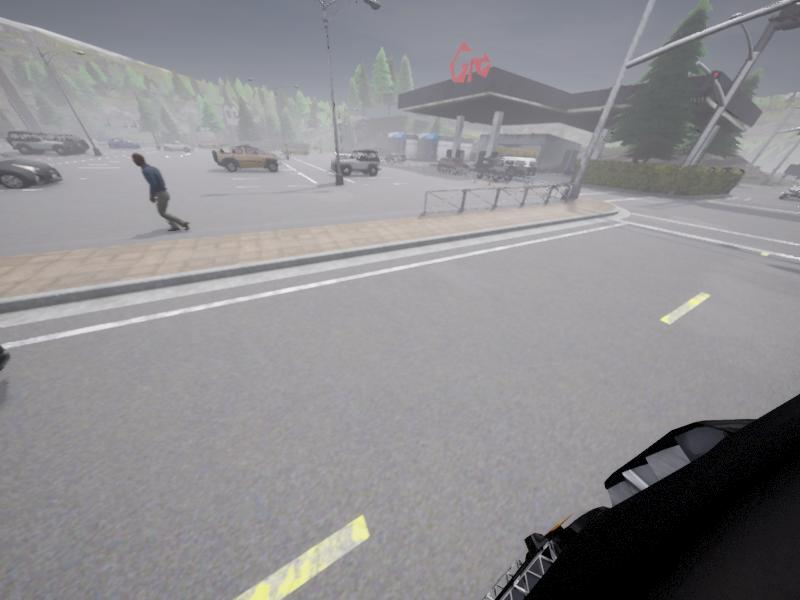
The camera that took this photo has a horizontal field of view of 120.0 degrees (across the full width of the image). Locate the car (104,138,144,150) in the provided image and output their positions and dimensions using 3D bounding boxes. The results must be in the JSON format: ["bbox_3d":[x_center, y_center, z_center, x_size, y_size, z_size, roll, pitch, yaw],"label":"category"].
[{"bbox_3d":[-45.389,-25.696,38.071,3.633,1.501,1.845,-15,37,-25],"label":"car"}]

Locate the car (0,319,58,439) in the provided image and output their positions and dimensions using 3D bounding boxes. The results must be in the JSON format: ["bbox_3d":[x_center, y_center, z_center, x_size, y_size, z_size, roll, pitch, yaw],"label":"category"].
[{"bbox_3d":[-5.437,1.205,0.344,4.974,1.542,2.038,-15,37,-25],"label":"car"}]

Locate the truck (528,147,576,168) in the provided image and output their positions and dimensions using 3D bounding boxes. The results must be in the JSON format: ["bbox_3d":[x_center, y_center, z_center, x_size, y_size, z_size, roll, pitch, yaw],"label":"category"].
[{"bbox_3d":[35.695,-33.731,54.677,2.891,3.827,8.468,-14,37,-24],"label":"truck"}]

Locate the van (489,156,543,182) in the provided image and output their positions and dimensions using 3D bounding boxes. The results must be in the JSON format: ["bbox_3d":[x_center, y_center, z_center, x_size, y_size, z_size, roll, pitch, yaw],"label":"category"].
[{"bbox_3d":[12.271,-14.111,24.786,2.069,2.038,4.480,-15,37,-25],"label":"van"}]

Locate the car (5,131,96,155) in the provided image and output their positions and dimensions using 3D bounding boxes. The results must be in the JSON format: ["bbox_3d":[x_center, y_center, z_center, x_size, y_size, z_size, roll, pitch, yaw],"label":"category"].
[{"bbox_3d":[-36.605,-16.579,24.463,4.605,1.855,1.932,-15,37,-25],"label":"car"}]

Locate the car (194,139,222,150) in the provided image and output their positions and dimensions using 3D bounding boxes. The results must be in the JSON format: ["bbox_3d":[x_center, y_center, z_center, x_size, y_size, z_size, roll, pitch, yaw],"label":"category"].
[{"bbox_3d":[-45.439,-36.759,54.690,4.605,1.855,1.932,-15,38,-25],"label":"car"}]

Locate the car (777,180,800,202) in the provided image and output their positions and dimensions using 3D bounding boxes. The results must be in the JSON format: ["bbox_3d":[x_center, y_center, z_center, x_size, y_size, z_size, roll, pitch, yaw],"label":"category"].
[{"bbox_3d":[34.064,-9.093,19.264,4.674,1.442,1.812,-14,36,-25],"label":"car"}]

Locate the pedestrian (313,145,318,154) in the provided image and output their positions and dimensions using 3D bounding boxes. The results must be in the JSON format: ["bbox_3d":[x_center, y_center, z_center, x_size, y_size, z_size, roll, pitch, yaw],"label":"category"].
[{"bbox_3d":[-22.606,-40.239,61.710,0.751,1.860,0.751,-10,36,-19],"label":"pedestrian"}]

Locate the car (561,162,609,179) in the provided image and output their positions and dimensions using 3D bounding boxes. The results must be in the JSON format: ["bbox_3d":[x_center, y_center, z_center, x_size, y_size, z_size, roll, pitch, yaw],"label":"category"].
[{"bbox_3d":[26.555,-18.771,33.413,2.242,1.667,4.611,-15,37,-25],"label":"car"}]

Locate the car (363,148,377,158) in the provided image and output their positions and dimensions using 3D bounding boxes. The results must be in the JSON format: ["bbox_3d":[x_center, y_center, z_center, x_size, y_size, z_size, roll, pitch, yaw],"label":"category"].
[{"bbox_3d":[-7.123,-34.641,54.468,1.905,1.878,3.866,-15,37,-25],"label":"car"}]

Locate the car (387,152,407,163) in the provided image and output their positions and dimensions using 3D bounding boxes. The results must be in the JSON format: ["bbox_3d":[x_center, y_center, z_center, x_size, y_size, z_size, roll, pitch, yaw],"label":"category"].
[{"bbox_3d":[-0.713,-27.672,44.754,2.007,1.525,4.514,-15,37,-25],"label":"car"}]

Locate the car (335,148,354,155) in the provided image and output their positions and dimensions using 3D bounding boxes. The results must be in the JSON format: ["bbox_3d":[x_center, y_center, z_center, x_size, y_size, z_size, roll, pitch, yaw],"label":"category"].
[{"bbox_3d":[-15.595,-41.660,64.799,4.792,1.488,2.163,19,37,23],"label":"car"}]

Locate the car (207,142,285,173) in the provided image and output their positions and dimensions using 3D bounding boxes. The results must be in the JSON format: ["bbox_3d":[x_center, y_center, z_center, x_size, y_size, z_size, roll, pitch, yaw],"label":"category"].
[{"bbox_3d":[-11.983,-11.275,18.363,4.605,1.855,1.932,-15,37,-25],"label":"car"}]

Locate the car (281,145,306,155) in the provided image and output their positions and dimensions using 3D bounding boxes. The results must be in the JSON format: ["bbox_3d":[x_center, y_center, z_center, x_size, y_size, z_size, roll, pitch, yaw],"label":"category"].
[{"bbox_3d":[-22.560,-31.784,49.005,4.514,1.523,2.007,-15,37,-25],"label":"car"}]

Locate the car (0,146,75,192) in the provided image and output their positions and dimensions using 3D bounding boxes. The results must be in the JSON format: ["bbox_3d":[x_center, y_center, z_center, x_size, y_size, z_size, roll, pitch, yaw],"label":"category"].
[{"bbox_3d":[-17.450,-5.300,9.261,4.514,1.523,2.007,-15,37,-25],"label":"car"}]

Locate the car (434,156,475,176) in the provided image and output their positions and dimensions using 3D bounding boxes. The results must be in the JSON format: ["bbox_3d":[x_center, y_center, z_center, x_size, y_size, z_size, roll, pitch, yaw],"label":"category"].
[{"bbox_3d":[6.391,-16.102,27.709,2.033,1.649,4.856,-15,38,-25],"label":"car"}]

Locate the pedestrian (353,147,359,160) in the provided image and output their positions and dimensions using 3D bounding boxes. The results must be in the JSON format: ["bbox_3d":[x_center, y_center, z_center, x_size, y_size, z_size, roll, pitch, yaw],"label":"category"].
[{"bbox_3d":[-7.932,-26.473,41.754,0.751,1.860,0.751,-15,37,-24],"label":"pedestrian"}]

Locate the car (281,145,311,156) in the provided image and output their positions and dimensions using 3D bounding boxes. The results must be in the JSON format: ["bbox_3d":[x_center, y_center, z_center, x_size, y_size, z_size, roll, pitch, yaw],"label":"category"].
[{"bbox_3d":[-21.012,-30.231,46.760,5.027,1.636,2.152,-15,37,-25],"label":"car"}]

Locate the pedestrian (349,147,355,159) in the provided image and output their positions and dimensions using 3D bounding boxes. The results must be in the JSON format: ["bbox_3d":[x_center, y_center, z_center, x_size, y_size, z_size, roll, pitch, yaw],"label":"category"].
[{"bbox_3d":[-9.040,-27.650,43.447,0.751,1.860,0.751,-14,37,-24],"label":"pedestrian"}]

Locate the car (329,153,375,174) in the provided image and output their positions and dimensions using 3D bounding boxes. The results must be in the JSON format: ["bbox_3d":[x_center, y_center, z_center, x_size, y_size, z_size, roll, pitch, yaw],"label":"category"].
[{"bbox_3d":[-4.576,-13.046,22.101,3.806,1.475,1.970,-15,37,-25],"label":"car"}]

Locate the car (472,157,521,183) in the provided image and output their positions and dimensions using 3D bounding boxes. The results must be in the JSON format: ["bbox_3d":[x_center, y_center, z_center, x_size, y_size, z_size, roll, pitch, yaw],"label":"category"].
[{"bbox_3d":[9.446,-12.969,22.975,1.905,1.878,3.866,-15,37,-25],"label":"car"}]

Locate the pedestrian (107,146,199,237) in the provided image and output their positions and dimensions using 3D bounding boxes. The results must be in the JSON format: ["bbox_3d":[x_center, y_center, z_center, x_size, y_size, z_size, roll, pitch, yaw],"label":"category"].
[{"bbox_3d":[-5.784,-2.589,5.588,0.751,1.860,0.751,-15,37,-25],"label":"pedestrian"}]

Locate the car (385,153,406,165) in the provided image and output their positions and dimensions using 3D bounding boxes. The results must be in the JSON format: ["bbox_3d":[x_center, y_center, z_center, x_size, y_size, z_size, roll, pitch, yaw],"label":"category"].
[{"bbox_3d":[-0.791,-23.662,38.728,1.970,1.475,3.806,-15,37,-25],"label":"car"}]

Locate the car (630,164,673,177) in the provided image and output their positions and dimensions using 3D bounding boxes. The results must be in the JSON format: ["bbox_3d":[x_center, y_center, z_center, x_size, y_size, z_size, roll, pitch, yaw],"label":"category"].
[{"bbox_3d":[44.715,-23.129,41.193,2.097,1.767,4.553,-14,37,-24],"label":"car"}]

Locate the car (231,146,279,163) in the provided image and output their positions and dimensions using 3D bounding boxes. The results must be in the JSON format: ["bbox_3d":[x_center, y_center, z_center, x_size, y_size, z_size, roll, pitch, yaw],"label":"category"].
[{"bbox_3d":[-17.328,-17.517,27.754,4.514,1.523,2.007,-15,37,-25],"label":"car"}]

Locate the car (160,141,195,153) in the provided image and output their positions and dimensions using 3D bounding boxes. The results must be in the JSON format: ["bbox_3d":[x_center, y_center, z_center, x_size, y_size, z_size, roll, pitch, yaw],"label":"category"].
[{"bbox_3d":[-37.455,-25.919,39.048,3.806,1.475,1.970,-15,37,-25],"label":"car"}]

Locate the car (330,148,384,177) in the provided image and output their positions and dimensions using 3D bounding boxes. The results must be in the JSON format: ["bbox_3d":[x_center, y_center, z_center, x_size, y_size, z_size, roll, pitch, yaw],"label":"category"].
[{"bbox_3d":[-3.509,-11.474,19.290,3.866,1.878,1.905,-15,37,-25],"label":"car"}]

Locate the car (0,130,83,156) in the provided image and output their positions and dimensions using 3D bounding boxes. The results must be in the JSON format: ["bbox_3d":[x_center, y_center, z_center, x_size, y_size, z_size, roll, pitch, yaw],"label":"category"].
[{"bbox_3d":[-34.852,-15.236,22.531,3.866,1.878,1.905,-15,37,-25],"label":"car"}]

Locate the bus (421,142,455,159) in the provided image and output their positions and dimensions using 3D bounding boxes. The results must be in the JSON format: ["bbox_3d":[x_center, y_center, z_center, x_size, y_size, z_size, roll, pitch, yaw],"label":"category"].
[{"bbox_3d":[12.542,-49.932,76.989,10.273,4.253,3.944,14,35,16],"label":"bus"}]

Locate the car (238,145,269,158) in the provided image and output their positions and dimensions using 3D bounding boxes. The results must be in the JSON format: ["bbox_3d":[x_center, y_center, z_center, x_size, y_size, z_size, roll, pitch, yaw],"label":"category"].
[{"bbox_3d":[-22.074,-22.518,34.988,3.633,1.501,1.845,-15,37,-25],"label":"car"}]
